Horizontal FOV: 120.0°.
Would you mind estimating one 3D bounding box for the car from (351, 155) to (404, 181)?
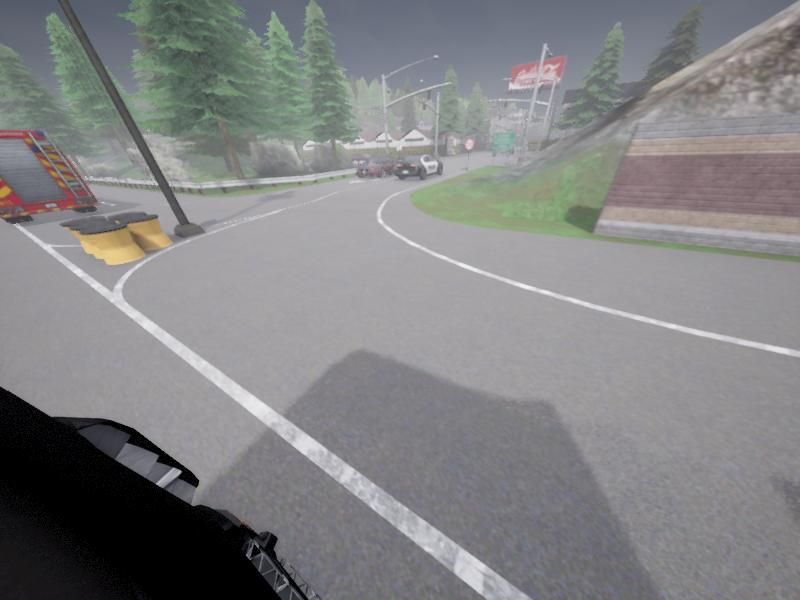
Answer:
[{"bbox_3d":[-1.617,-10.405,18.094,1.994,1.385,4.181,16,38,26],"label":"car"}]

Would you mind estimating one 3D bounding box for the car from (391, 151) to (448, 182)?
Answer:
[{"bbox_3d":[1.539,-9.732,16.712,2.038,1.542,4.974,16,38,26],"label":"car"}]

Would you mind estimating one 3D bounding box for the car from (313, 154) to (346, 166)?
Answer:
[{"bbox_3d":[-11.457,-22.856,37.688,5.008,1.535,1.882,16,38,26],"label":"car"}]

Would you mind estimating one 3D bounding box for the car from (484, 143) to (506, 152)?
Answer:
[{"bbox_3d":[24.768,-39.808,60.320,4.892,1.490,1.837,-10,38,-10],"label":"car"}]

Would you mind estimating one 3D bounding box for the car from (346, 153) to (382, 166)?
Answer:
[{"bbox_3d":[-5.418,-21.079,34.639,4.792,1.488,2.163,16,38,26],"label":"car"}]

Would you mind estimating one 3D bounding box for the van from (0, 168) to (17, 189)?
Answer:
[{"bbox_3d":[-46.045,-13.685,25.935,4.480,2.038,2.069,16,38,26],"label":"van"}]

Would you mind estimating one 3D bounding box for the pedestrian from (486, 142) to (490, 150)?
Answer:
[{"bbox_3d":[24.101,-42.132,63.161,0.751,1.860,0.751,9,35,16],"label":"pedestrian"}]

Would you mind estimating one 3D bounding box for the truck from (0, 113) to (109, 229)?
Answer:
[{"bbox_3d":[-18.924,-6.255,11.236,8.468,3.827,2.891,16,38,26],"label":"truck"}]
